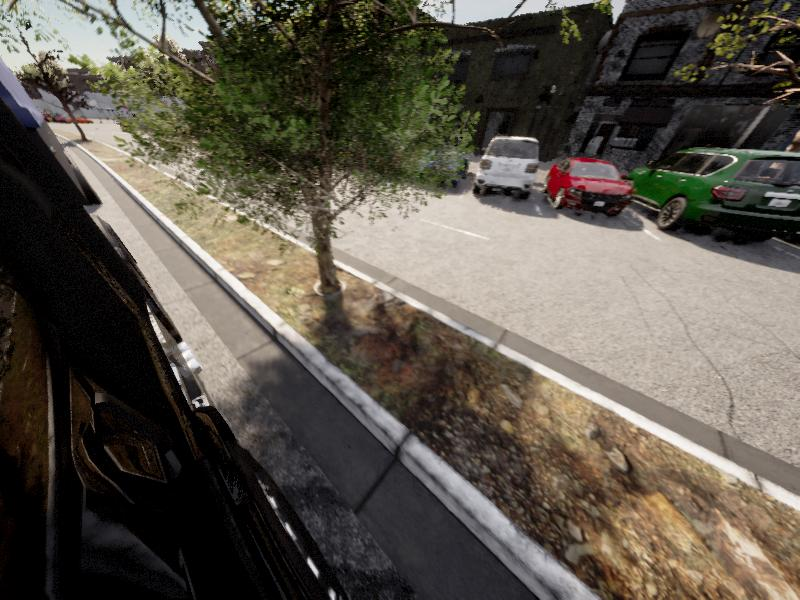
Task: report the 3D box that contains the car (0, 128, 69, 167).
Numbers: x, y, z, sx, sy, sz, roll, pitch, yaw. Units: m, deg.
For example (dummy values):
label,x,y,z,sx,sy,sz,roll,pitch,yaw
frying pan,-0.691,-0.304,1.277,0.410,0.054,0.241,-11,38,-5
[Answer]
label,x,y,z,sx,sy,sz,roll,pitch,yaw
car,-19.750,-8.149,12.200,4.181,1.385,1.994,27,43,29

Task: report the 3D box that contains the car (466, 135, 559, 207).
label,x,y,z,sx,sy,sz,roll,pitch,yaw
car,4.698,-5.966,10.209,2.435,2.045,5.566,14,37,15

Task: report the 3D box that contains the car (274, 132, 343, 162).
label,x,y,z,sx,sy,sz,roll,pitch,yaw
car,-6.780,-11.989,17.975,1.946,1.575,5.366,14,37,14

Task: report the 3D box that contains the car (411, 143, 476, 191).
label,x,y,z,sx,sy,sz,roll,pitch,yaw
car,2.387,-6.976,11.837,2.097,1.535,5.008,14,38,14

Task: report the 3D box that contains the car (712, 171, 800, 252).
label,x,y,z,sx,sy,sz,roll,pitch,yaw
car,11.562,-2.025,5.829,2.163,1.488,4.792,14,38,14

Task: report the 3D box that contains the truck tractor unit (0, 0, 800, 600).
label,x,y,z,sx,sy,sz,roll,pitch,yaw
truck tractor unit,-2.645,-0.295,0.351,6.516,4.208,3.053,28,44,30

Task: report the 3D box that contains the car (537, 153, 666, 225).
label,x,y,z,sx,sy,sz,roll,pitch,yaw
car,6.980,-4.521,8.837,2.097,1.535,5.008,14,38,14

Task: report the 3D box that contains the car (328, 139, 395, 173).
label,x,y,z,sx,sy,sz,roll,pitch,yaw
car,-2.212,-9.425,14.879,2.163,1.488,4.792,14,37,15

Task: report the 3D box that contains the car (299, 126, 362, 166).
label,x,y,z,sx,sy,sz,roll,pitch,yaw
car,-4.551,-10.777,16.113,1.878,1.987,4.442,14,38,14

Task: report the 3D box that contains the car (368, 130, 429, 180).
label,x,y,z,sx,sy,sz,roll,pitch,yaw
car,0.060,-8.321,13.113,1.878,1.987,4.442,14,38,14

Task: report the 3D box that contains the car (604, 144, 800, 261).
label,x,y,z,sx,sy,sz,roll,pitch,yaw
car,9.289,-3.512,7.210,2.435,2.045,5.566,14,37,15

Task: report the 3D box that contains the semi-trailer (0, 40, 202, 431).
label,x,y,z,sx,sy,sz,roll,pitch,yaw
semi-trailer,-8.712,-3.587,4.225,14.254,4.402,2.717,28,44,30
